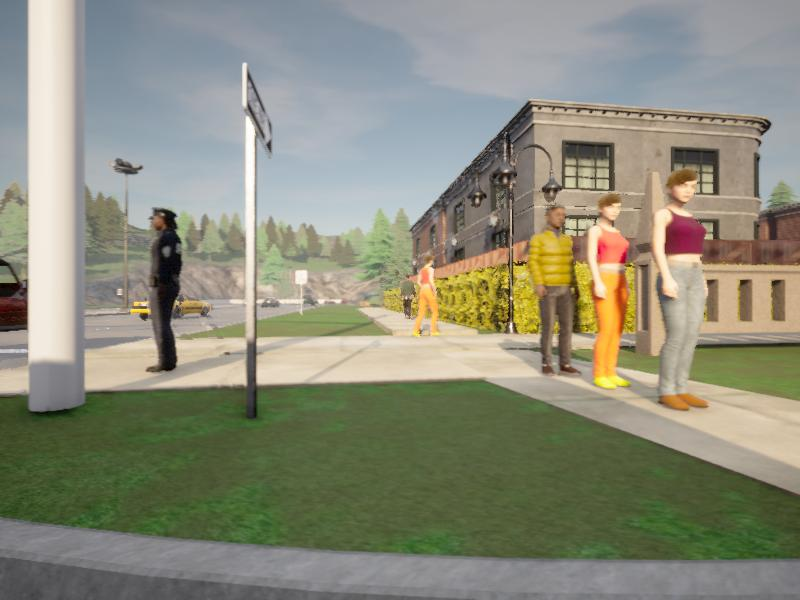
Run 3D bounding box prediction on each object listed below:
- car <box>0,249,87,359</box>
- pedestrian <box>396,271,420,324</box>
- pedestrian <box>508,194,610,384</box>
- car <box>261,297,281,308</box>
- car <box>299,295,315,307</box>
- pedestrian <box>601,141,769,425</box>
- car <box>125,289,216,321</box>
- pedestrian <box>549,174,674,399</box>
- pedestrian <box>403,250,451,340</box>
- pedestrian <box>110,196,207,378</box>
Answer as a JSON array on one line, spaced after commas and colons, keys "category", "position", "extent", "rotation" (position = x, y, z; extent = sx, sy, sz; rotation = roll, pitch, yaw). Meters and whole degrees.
[{"category": "car", "position": [-7.841, 0.069, 7.185], "extent": [1.905, 1.878, 3.866], "rotation": [0, 0, -10]}, {"category": "pedestrian", "position": [0.280, -0.092, 14.380], "extent": [0.751, 1.860, 0.751], "rotation": [0, 0, -9]}, {"category": "pedestrian", "position": [1.688, -0.109, 4.351], "extent": [0.751, 1.860, 0.751], "rotation": [0, 0, -7]}, {"category": "car", "position": [-17.830, 0.365, 55.368], "extent": [1.970, 1.475, 3.806], "rotation": [0, 0, -8]}, {"category": "car", "position": [-16.306, 0.104, 70.446], "extent": [2.150, 2.045, 5.566], "rotation": [0, 0, -8]}, {"category": "pedestrian", "position": [2.152, -0.111, 3.089], "extent": [0.751, 1.860, 0.751], "rotation": [0, 0, -18]}, {"category": "car", "position": [-12.642, 0.256, 22.556], "extent": [1.801, 1.575, 5.366], "rotation": [0, 0, 3]}, {"category": "pedestrian", "position": [1.980, -0.110, 3.801], "extent": [0.751, 1.860, 0.751], "rotation": [0, 0, -24]}, {"category": "pedestrian", "position": [0.590, -0.100, 8.757], "extent": [0.751, 1.860, 0.751], "rotation": [0, 0, -42]}, {"category": "pedestrian", "position": [-2.697, -0.133, 4.554], "extent": [0.751, 1.860, 0.751], "rotation": [0, 0, -13]}]
